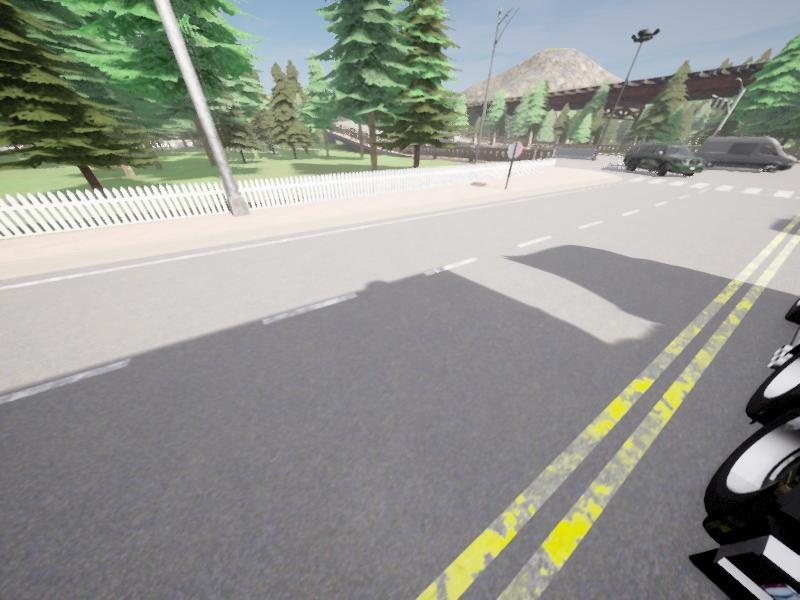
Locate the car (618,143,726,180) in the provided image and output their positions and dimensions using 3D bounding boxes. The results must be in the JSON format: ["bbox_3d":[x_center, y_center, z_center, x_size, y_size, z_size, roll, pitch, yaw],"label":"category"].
[{"bbox_3d":[20.684,-11.022,18.153,2.150,2.045,5.566,4,35,5],"label":"car"}]

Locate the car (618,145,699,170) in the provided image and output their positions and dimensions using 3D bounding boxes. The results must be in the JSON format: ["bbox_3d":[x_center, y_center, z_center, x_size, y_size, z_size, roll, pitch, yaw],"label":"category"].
[{"bbox_3d":[25.082,-14.054,22.684,1.932,1.855,4.605,-20,39,-26],"label":"car"}]

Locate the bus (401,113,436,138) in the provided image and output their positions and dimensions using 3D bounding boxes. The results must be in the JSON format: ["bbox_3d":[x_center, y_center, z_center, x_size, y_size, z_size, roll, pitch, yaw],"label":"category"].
[{"bbox_3d":[4.683,-47.311,62.463,3.944,4.253,10.273,-20,47,-26],"label":"bus"}]

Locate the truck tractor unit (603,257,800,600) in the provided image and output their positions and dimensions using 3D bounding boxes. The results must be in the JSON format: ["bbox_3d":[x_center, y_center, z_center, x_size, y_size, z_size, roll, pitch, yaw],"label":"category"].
[{"bbox_3d":[5.104,-0.304,0.810,6.516,4.208,3.053,-18,39,-25],"label":"truck tractor unit"}]

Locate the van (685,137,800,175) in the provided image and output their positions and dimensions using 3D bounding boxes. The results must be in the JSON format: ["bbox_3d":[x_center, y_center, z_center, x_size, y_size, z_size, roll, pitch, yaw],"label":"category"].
[{"bbox_3d":[30.716,-12.976,20.590,1.988,2.561,5.915,-20,40,-26],"label":"van"}]
